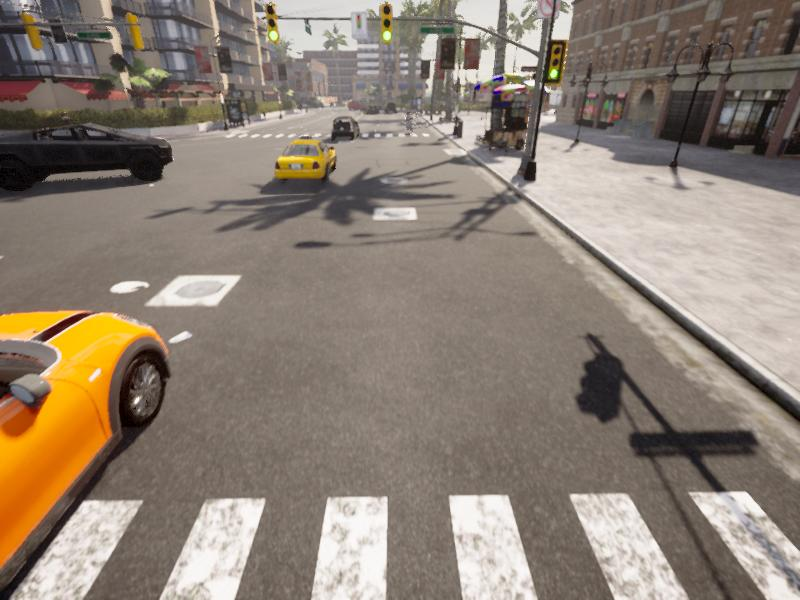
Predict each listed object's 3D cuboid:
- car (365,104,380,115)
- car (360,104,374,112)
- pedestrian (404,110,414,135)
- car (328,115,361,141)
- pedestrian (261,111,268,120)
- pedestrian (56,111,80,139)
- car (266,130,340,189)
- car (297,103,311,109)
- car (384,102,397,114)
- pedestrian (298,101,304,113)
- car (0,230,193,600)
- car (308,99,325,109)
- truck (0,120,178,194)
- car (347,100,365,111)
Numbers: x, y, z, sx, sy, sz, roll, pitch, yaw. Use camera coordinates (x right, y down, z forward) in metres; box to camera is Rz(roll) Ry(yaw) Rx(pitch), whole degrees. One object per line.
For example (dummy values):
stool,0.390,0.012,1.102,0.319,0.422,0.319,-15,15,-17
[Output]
car,-4.966,-34.182,71.659,2.242,1.667,4.611,-4,27,-8
car,-6.742,-38.809,80.855,1.994,1.385,4.181,-8,28,-15
pedestrian,0.767,-15.111,34.029,0.751,1.860,0.751,-1,27,-3
car,-4.190,-13.350,30.945,1.851,1.617,3.988,1,27,2
pedestrian,-17.343,-23.638,51.234,0.500,1.100,0.500,1,27,2
pedestrian,-24.284,-12.804,29.296,0.751,1.860,0.751,-14,30,-25
car,-3.746,-5.946,16.529,1.801,1.575,5.366,0,27,-1
car,-23.937,-48.313,99.558,1.895,1.301,4.718,-16,31,-29
car,-1.757,-35.560,73.973,1.905,1.878,3.866,-4,27,-8
pedestrian,-17.659,-34.254,71.113,0.751,1.860,0.751,-2,27,-3
car,-3.558,1.105,2.540,2.097,1.767,4.553,-1,27,-2
car,-21.219,-49.650,101.351,2.150,2.045,5.566,-16,31,-29
truck,-12.269,-5.585,15.289,6.274,2.098,2.390,-12,30,-22
car,-9.872,-43.525,89.357,2.150,2.045,5.566,-12,29,-22
